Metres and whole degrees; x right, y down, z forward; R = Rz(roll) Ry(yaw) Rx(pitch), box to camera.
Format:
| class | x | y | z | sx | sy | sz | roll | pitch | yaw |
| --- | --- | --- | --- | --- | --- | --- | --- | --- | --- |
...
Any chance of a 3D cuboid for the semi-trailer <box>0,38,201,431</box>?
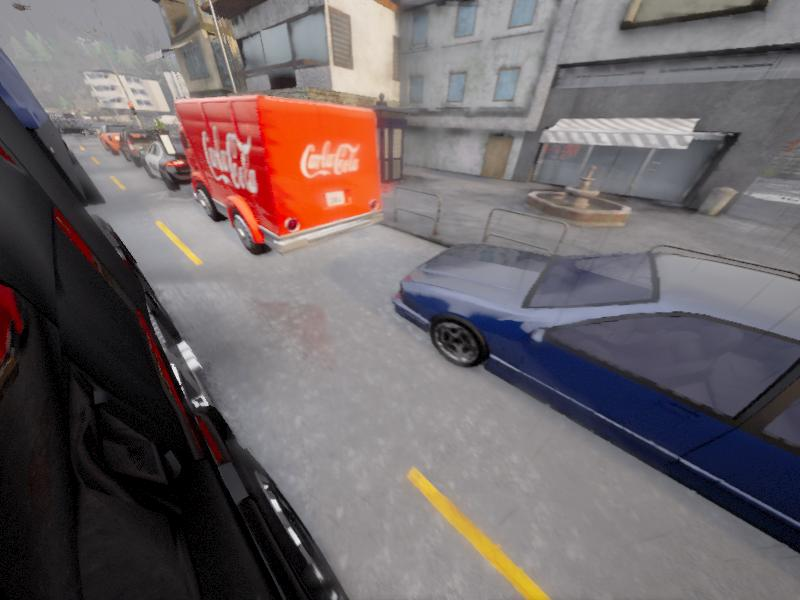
| class | x | y | z | sx | sy | sz | roll | pitch | yaw |
| --- | --- | --- | --- | --- | --- | --- | --- | --- | --- |
| semi-trailer | -8.673 | -3.618 | 4.257 | 14.254 | 4.402 | 2.717 | 28 | 44 | 30 |

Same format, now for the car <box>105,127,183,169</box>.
| class | x | y | z | sx | sy | sz | roll | pitch | yaw |
| --- | --- | --- | --- | --- | --- | --- | --- | --- | --- |
| car | -14.136 | -8.465 | 12.767 | 3.988 | 1.617 | 1.851 | 28 | 43 | 30 |

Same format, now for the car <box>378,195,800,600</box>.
| class | x | y | z | sx | sy | sz | roll | pitch | yaw |
| --- | --- | --- | --- | --- | --- | --- | --- | --- | --- |
| car | 2.458 | 0.473 | 2.037 | 5.357 | 1.411 | 2.033 | 28 | 43 | 30 |

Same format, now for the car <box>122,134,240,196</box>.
| class | x | y | z | sx | sy | sz | roll | pitch | yaw |
| --- | --- | --- | --- | --- | --- | --- | --- | --- | --- |
| car | -8.973 | -5.680 | 9.431 | 4.974 | 1.542 | 2.038 | 28 | 43 | 30 |

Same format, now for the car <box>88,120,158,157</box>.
| class | x | y | z | sx | sy | sz | roll | pitch | yaw |
| --- | --- | --- | --- | --- | --- | --- | --- | --- | --- |
| car | -19.171 | -11.224 | 15.982 | 4.553 | 1.767 | 2.097 | 28 | 43 | 30 |

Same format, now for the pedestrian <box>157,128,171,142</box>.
| class | x | y | z | sx | sy | sz | roll | pitch | yaw |
| --- | --- | --- | --- | --- | --- | --- | --- | --- | --- |
| pedestrian | -23.729 | -16.547 | 23.205 | 0.500 | 1.100 | 0.500 | -13 | 40 | -20 |

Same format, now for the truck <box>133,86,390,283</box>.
| class | x | y | z | sx | sy | sz | roll | pitch | yaw |
| --- | --- | --- | --- | --- | --- | --- | --- | --- | --- |
| truck | -3.055 | -2.912 | 5.312 | 5.204 | 2.467 | 2.627 | 28 | 43 | 30 |

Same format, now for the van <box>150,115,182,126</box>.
| class | x | y | z | sx | sy | sz | roll | pitch | yaw |
| --- | --- | --- | --- | --- | --- | --- | --- | --- | --- |
| van | -73.611 | -56.679 | 72.936 | 2.351 | 2.431 | 6.366 | 28 | 43 | 30 |

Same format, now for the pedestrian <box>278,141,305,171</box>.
| class | x | y | z | sx | sy | sz | roll | pitch | yaw |
| --- | --- | --- | --- | --- | --- | --- | --- | --- | --- |
| pedestrian | -5.786 | -7.729 | 12.378 | 0.751 | 1.300 | 0.751 | 28 | 43 | 29 |

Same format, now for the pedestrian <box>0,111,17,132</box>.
| class | x | y | z | sx | sy | sz | roll | pitch | yaw |
| --- | --- | --- | --- | --- | --- | --- | --- | --- | --- |
| pedestrian | -44.481 | -19.998 | 25.817 | 0.751 | 1.860 | 0.751 | -19 | 42 | -27 |

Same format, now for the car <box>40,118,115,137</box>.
| class | x | y | z | sx | sy | sz | roll | pitch | yaw |
| --- | --- | --- | --- | --- | --- | --- | --- | --- | --- |
| car | -36.609 | -19.642 | 26.374 | 4.902 | 1.511 | 2.128 | 3 | 37 | 0 |

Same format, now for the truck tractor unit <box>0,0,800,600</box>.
| class | x | y | z | sx | sy | sz | roll | pitch | yaw |
| --- | --- | --- | --- | --- | --- | --- | --- | --- | --- |
| truck tractor unit | -2.645 | -0.295 | 0.351 | 6.516 | 4.208 | 3.053 | 28 | 44 | 30 |
